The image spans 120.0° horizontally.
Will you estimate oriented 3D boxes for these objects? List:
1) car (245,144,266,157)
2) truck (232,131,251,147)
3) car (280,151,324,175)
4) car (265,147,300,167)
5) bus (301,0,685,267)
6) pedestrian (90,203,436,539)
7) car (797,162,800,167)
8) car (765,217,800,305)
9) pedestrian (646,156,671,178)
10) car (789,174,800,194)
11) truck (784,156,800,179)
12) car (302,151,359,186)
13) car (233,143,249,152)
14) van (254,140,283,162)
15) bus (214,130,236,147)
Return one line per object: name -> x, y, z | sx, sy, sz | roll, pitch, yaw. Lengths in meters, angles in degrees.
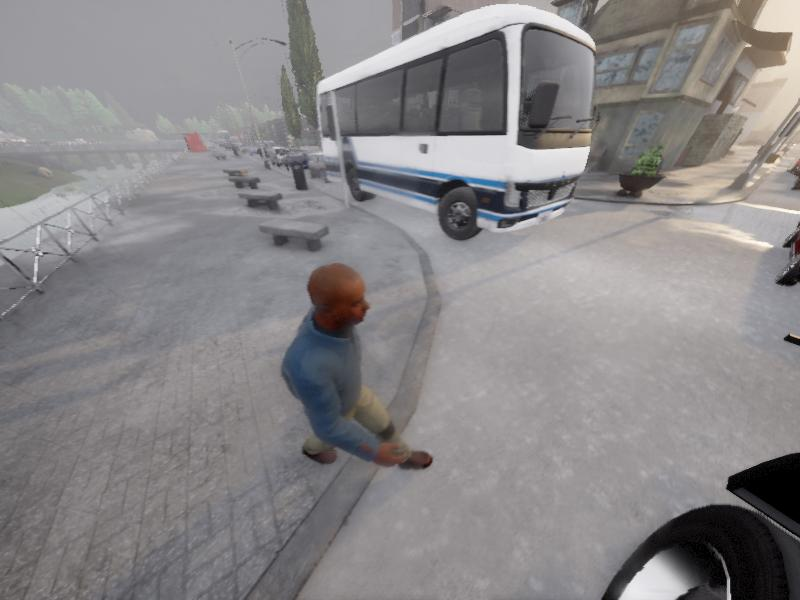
car -> -21.810, -22.578, 34.807 | 1.816, 1.474, 4.193 | -22, 41, -28
truck -> -49.872, -50.530, 72.616 | 2.891, 3.827, 8.468 | -22, 41, -28
car -> -8.062, -11.251, 18.791 | 1.895, 1.301, 4.718 | -22, 41, -28
car -> -11.765, -14.353, 23.063 | 1.970, 1.475, 3.806 | -22, 41, -28
bus -> 0.680, -5.480, 7.975 | 3.944, 4.253, 10.273 | -23, 41, -29
pedestrian -> -0.277, 0.534, 1.316 | 0.751, 1.860, 0.751 | 6, 36, 9
car -> 35.873, -12.290, 19.342 | 3.866, 1.878, 1.905 | -23, 41, -28
car -> 8.746, -0.958, 4.057 | 4.718, 1.301, 1.895 | -22, 41, -28
pedestrian -> 15.612, -8.027, 13.957 | 0.500, 1.100, 0.500 | -21, 40, -26
car -> 20.625, -5.842, 10.803 | 4.181, 1.385, 1.994 | -22, 41, -28
truck -> 27.844, -9.257, 14.592 | 5.204, 2.467, 2.627 | -23, 41, -27
car -> -4.415, -8.332, 14.467 | 1.970, 1.475, 3.806 | -22, 41, -28
car -> -33.071, -31.783, 47.975 | 1.812, 1.442, 4.674 | -22, 41, -28
van -> -15.762, -17.834, 27.590 | 1.775, 1.987, 4.442 | -22, 41, -28
bus -> -57.720, -53.225, 76.134 | 3.944, 4.253, 10.273 | -22, 41, -28
